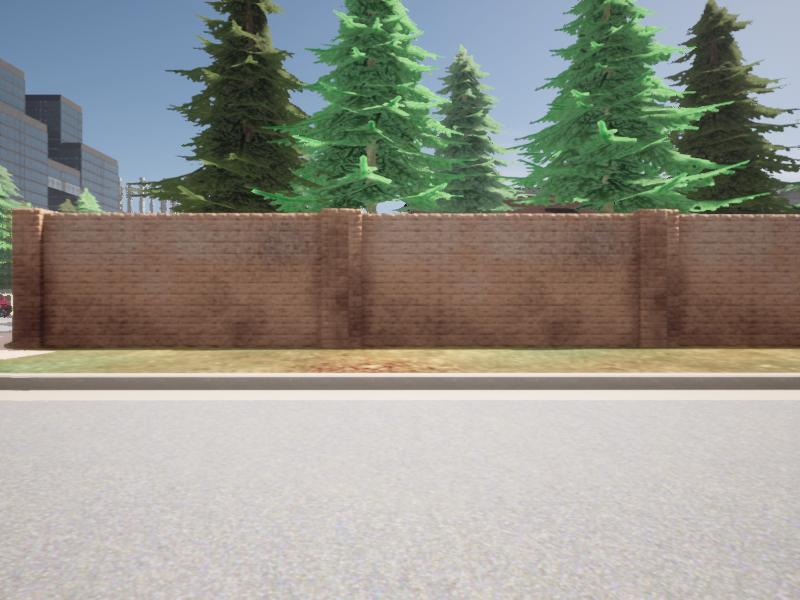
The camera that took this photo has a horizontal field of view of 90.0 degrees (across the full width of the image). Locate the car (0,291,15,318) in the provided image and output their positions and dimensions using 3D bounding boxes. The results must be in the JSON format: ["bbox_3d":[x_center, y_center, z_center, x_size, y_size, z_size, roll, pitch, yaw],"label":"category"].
[{"bbox_3d":[-23.433,0.239,21.567,1.845,1.501,3.633,0,0,0],"label":"car"}]

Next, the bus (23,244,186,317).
[{"bbox_3d":[-19.847,-1.122,28.263,3.944,4.253,10.273,0,0,0],"label":"bus"}]
